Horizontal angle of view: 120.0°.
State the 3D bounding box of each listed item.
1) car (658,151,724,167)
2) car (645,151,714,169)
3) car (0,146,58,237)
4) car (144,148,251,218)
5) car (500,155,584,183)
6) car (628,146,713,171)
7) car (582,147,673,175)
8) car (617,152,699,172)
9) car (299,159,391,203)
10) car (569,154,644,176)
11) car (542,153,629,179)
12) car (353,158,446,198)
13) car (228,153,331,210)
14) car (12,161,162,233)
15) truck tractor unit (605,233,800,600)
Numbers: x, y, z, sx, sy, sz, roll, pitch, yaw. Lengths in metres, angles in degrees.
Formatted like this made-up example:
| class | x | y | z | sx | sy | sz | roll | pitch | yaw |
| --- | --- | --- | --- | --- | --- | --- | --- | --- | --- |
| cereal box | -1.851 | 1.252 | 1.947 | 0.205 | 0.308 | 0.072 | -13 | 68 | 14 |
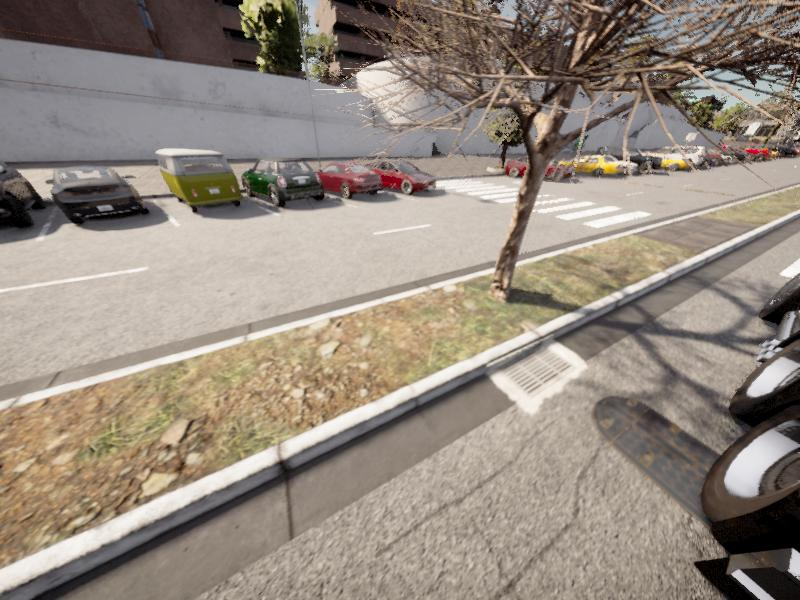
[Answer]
| class | x | y | z | sx | sy | sz | roll | pitch | yaw |
| --- | --- | --- | --- | --- | --- | --- | --- | --- | --- |
| car | 34.533 | -16.915 | 27.686 | 4.674 | 1.452 | 2.002 | 27 | 43 | 34 |
| car | 31.832 | -16.147 | 26.562 | 4.792 | 1.488 | 2.163 | 27 | 43 | 34 |
| car | -13.451 | -3.418 | 7.016 | 5.566 | 2.045 | 2.435 | 27 | 42 | 34 |
| car | -8.257 | -4.954 | 9.380 | 4.442 | 1.987 | 1.878 | 27 | 43 | 34 |
| car | 10.510 | -9.980 | 17.439 | 4.792 | 1.488 | 2.163 | 27 | 42 | 34 |
| car | 29.163 | -15.597 | 25.278 | 5.566 | 2.045 | 2.435 | 27 | 43 | 34 |
| car | 21.198 | -13.256 | 21.853 | 5.566 | 2.045 | 2.435 | 27 | 42 | 34 |
| car | 26.650 | -14.535 | 24.170 | 5.366 | 1.575 | 1.946 | 27 | 42 | 34 |
| car | -2.864 | -6.192 | 11.735 | 4.674 | 1.452 | 2.002 | 27 | 43 | 34 |
| car | 18.498 | -12.264 | 20.891 | 4.674 | 1.452 | 2.002 | 27 | 42 | 34 |
| car | 15.689 | -11.602 | 19.822 | 5.366 | 1.575 | 1.946 | 27 | 43 | 34 |
| car | -0.169 | -6.952 | 12.864 | 4.792 | 1.488 | 2.163 | 27 | 42 | 34 |
| car | -5.495 | -5.567 | 10.491 | 4.553 | 1.767 | 2.185 | 27 | 43 | 34 |
| car | -10.821 | -3.967 | 8.302 | 4.892 | 1.521 | 2.231 | 27 | 43 | 34 |
| truck tractor unit | 5.095 | -0.309 | 0.845 | 6.516 | 4.208 | 3.053 | -20 | 42 | -27 |
